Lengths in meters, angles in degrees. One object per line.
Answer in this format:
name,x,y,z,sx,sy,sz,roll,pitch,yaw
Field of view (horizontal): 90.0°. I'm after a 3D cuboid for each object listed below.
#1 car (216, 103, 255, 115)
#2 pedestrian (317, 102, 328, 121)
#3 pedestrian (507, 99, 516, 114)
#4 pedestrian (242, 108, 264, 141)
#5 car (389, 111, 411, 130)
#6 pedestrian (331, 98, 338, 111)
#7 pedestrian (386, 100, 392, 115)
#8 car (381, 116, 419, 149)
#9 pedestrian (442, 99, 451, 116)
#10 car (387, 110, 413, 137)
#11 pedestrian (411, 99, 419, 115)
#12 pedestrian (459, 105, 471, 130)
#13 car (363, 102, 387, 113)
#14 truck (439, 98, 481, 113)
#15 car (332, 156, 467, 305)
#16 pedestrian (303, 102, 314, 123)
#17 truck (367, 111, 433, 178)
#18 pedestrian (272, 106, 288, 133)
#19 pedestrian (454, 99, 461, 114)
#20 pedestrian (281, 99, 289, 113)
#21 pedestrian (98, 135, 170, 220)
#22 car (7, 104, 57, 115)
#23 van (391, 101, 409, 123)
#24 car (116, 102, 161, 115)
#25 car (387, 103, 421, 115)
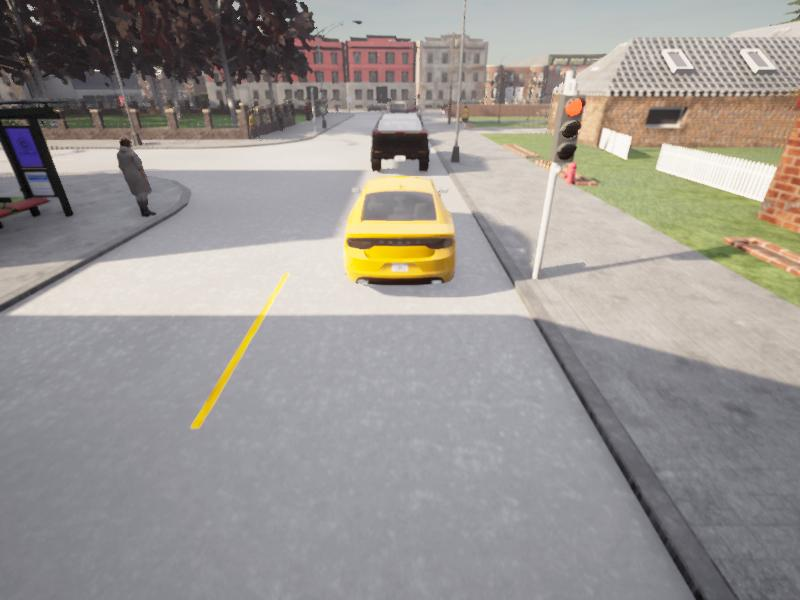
car,-25.113,-29.219,61.233,4.902,1.511,2.128,0,28,0
pedestrian,-8.145,-19.789,41.998,0.751,1.860,0.751,2,28,4
pedestrian,15.332,-26.646,55.103,0.751,1.860,0.751,-1,28,-2
pedestrian,-9.399,-11.189,25.555,0.751,1.860,0.751,22,35,36
car,-0.014,-16.478,36.551,1.895,1.301,4.718,0,28,0
pedestrian,-10.809,-32.180,65.916,0.751,1.860,0.751,15,31,26
pedestrian,-1.554,-26.951,55.915,0.751,1.860,0.751,3,28,6
car,-0.005,-10.515,24.916,2.128,1.511,4.902,0,28,0
pedestrian,6.020,-24.906,51.761,0.751,1.860,0.751,19,33,31
car,-0.004,-13.652,30.812,1.851,1.617,3.988,0,28,0
pedestrian,2.004,-25.768,53.409,0.751,1.860,0.751,19,33,32
pedestrian,5.353,-15.006,32.849,0.751,1.860,0.751,2,28,3
car,-4.041,-31.138,64.764,3.705,1.549,1.789,0,28,0
truck,9.637,-31.382,64.650,6.274,2.098,2.390,0,28,0
car,-0.001,-1.761,8.147,1.882,1.535,5.008,0,28,0
pedestrian,-9.263,-19.005,40.498,0.751,1.860,0.751,0,28,0
truck,-0.004,-7.143,17.834,2.390,2.098,6.274,0,28,0
pedestrian,-9.134,-13.810,30.565,0.751,1.860,0.751,-1,28,-1
pedestrian,7.917,-26.772,55.345,0.751,1.860,0.751,2,28,4
pedestrian,-16.515,-27.798,57.316,0.751,1.860,0.751,-1,28,-2
pedestrian,-6.561,-3.044,9.941,0.751,1.860,0.751,12,30,21
car,-56.270,-29.188,61.217,5.357,1.411,2.033,0,28,0
van,-0.008,-20.353,43.215,1.775,1.987,4.442,0,28,0
car,-39.878,-29.299,61.177,5.238,1.638,1.930,0,28,0
car,0.665,-30.820,64.402,5.027,1.651,2.152,-9,29,-17
